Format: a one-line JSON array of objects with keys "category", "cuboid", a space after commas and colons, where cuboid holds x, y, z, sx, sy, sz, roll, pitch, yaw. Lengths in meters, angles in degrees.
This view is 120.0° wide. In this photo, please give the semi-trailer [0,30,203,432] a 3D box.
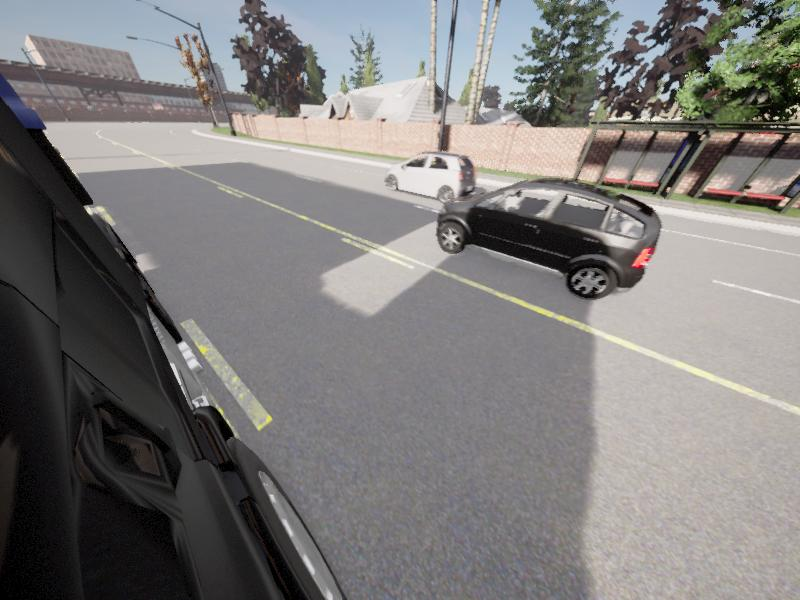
[{"category": "semi-trailer", "cuboid": [-8.792, -3.559, 4.103, 14.254, 4.402, 2.717, 27, 43, 28]}]

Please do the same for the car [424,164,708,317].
[{"category": "car", "cuboid": [2.587, -1.507, 4.559, 3.705, 1.549, 1.789, 27, 43, 28]}]

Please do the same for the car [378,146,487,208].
[{"category": "car", "cuboid": [1.114, -4.925, 9.026, 3.633, 1.501, 1.845, 27, 43, 28]}]

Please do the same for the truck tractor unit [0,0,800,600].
[{"category": "truck tractor unit", "cuboid": [-2.645, -0.295, 0.351, 6.516, 4.208, 3.053, 28, 44, 30]}]
